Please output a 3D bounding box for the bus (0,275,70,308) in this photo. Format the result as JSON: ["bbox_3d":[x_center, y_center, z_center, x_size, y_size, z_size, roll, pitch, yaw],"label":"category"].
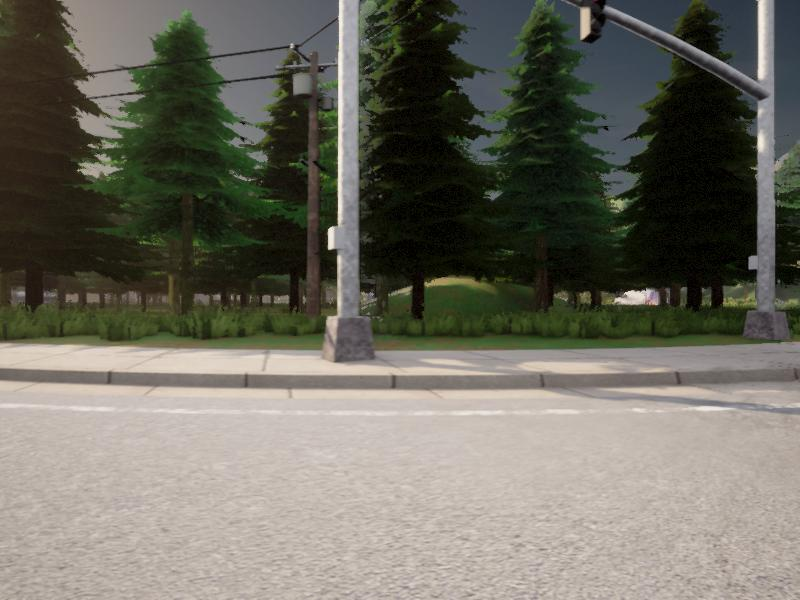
[{"bbox_3d":[-52.682,-1.115,55.562,3.944,4.253,10.273,0,0,12],"label":"bus"}]

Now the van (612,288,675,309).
[{"bbox_3d":[29.630,-0.142,49.058,2.351,2.431,6.366,0,0,-24],"label":"van"}]
